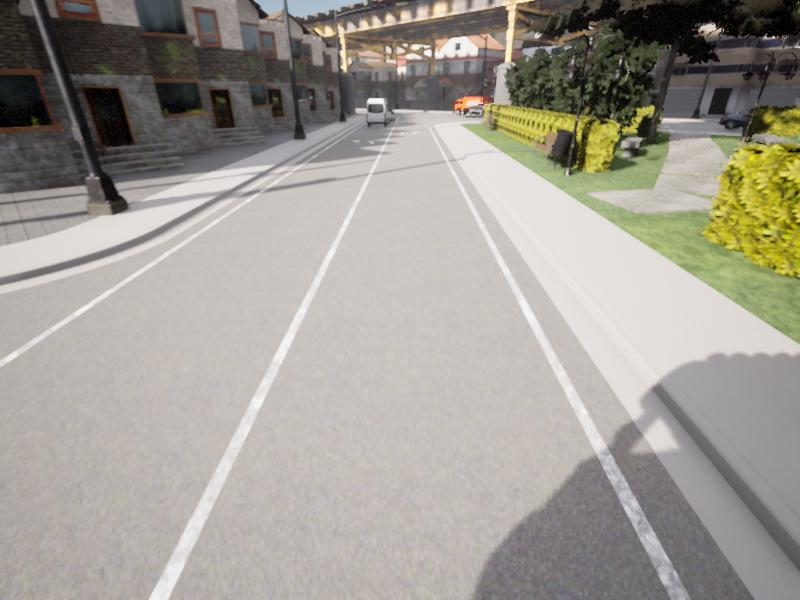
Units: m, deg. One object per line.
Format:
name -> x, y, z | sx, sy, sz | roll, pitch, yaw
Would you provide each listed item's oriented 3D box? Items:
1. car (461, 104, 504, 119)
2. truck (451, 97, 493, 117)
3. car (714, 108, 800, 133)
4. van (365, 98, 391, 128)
car -> 10.599, -24.449, 51.854 | 1.930, 1.638, 5.238 | -24, 35, -37
truck -> 10.116, -27.394, 56.653 | 2.627, 2.467, 5.204 | -24, 35, -37
car -> 29.921, -15.103, 33.519 | 2.152, 1.651, 5.027 | -24, 35, -37
van -> -2.190, -19.508, 41.538 | 1.988, 2.561, 5.915 | 1, 27, 3
